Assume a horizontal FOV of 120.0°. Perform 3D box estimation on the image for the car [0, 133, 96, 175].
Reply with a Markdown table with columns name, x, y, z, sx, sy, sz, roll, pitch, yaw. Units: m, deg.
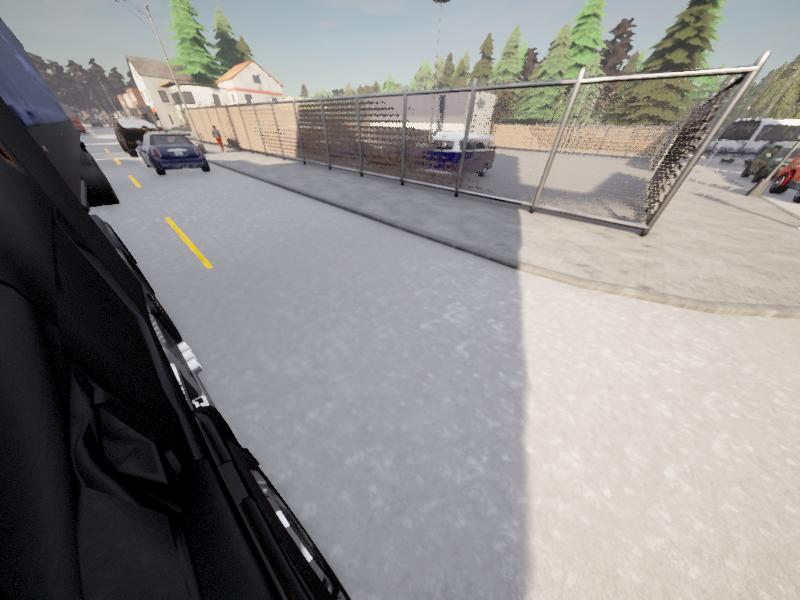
| name | x | y | z | sx | sy | sz | roll | pitch | yaw |
| --- | --- | --- | --- | --- | --- | --- | --- | --- | --- |
| car | -17.350 | -7.435 | 11.595 | 4.181 | 1.385 | 1.994 | 30 | 45 | 32 |

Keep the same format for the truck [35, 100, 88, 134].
| name | x | y | z | sx | sy | sz | roll | pitch | yaw |
| --- | --- | --- | --- | --- | --- | --- | --- | --- | --- |
| truck | -52.121 | -28.279 | 35.870 | 8.468 | 3.827 | 2.891 | 30 | 45 | 32 |

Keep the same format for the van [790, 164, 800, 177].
| name | x | y | z | sx | sy | sz | roll | pitch | yaw |
| --- | --- | --- | --- | --- | --- | --- | --- | --- | --- |
| van | 32.755 | -10.277 | 17.023 | 1.988 | 2.561 | 5.915 | 30 | 44 | 32 |

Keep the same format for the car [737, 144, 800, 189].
| name | x | y | z | sx | sy | sz | roll | pitch | yaw |
| --- | --- | --- | --- | --- | --- | --- | --- | --- | --- |
| car | 25.111 | -8.829 | 15.090 | 2.150 | 2.045 | 5.566 | 30 | 45 | 32 |

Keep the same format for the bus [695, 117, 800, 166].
| name | x | y | z | sx | sy | sz | roll | pitch | yaw |
| --- | --- | --- | --- | --- | --- | --- | --- | --- | --- |
| bus | 42.434 | -18.098 | 26.600 | 10.273 | 4.253 | 3.944 | -2 | 35 | -4 |

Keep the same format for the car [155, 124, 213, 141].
| name | x | y | z | sx | sy | sz | roll | pitch | yaw |
| --- | --- | --- | --- | --- | --- | --- | --- | --- | --- |
| car | -28.620 | -22.269 | 30.802 | 5.238 | 1.638 | 1.930 | -28 | 46 | -34 |

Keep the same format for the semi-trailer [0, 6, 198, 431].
| name | x | y | z | sx | sy | sz | roll | pitch | yaw |
| --- | --- | --- | --- | --- | --- | --- | --- | --- | --- |
| semi-trailer | -8.532 | -3.686 | 4.423 | 14.254 | 4.402 | 2.717 | 30 | 45 | 32 |

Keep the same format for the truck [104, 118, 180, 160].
| name | x | y | z | sx | sy | sz | roll | pitch | yaw |
| --- | --- | --- | --- | --- | --- | --- | --- | --- | --- |
| truck | -18.742 | -11.753 | 16.736 | 6.274 | 2.098 | 2.390 | 30 | 45 | 32 |

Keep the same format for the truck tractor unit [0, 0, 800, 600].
| name | x | y | z | sx | sy | sz | roll | pitch | yaw |
| --- | --- | --- | --- | --- | --- | --- | --- | --- | --- |
| truck tractor unit | -2.645 | -0.295 | 0.351 | 6.516 | 4.208 | 3.053 | 28 | 44 | 30 |

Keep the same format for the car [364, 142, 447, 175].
| name | x | y | z | sx | sy | sz | roll | pitch | yaw |
| --- | --- | --- | --- | --- | --- | --- | --- | --- | --- |
| car | 0.507 | -8.981 | 14.448 | 2.033 | 1.415 | 5.357 | 30 | 45 | 32 |

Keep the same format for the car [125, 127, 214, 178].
| name | x | y | z | sx | sy | sz | roll | pitch | yaw |
| --- | --- | --- | --- | --- | --- | --- | --- | --- | --- |
| car | -11.894 | -7.727 | 11.912 | 4.553 | 1.767 | 2.097 | 30 | 45 | 32 |

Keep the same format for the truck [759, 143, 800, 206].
| name | x | y | z | sx | sy | sz | roll | pitch | yaw |
| --- | --- | --- | --- | --- | --- | --- | --- | --- | --- |
| truck | 19.736 | -5.633 | 10.145 | 2.627 | 2.467 | 5.204 | 29 | 44 | 32 |

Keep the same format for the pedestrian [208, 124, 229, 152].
| name | x | y | z | sx | sy | sz | roll | pitch | yaw |
| --- | --- | --- | --- | --- | --- | --- | --- | --- | --- |
| pedestrian | -15.076 | -13.447 | 19.195 | 0.751 | 1.860 | 0.751 | -19 | 42 | -26 |

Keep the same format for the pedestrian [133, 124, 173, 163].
| name | x | y | z | sx | sy | sz | roll | pitch | yaw |
| --- | --- | --- | --- | --- | --- | --- | --- | --- | --- |
| pedestrian | -14.769 | -9.349 | 13.856 | 0.751 | 1.860 | 0.751 | 20 | 40 | 22 |

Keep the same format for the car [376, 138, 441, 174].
| name | x | y | z | sx | sy | sz | roll | pitch | yaw |
| --- | --- | --- | --- | --- | --- | --- | --- | --- | --- |
| car | 0.450 | -9.201 | 14.622 | 3.705 | 1.547 | 1.789 | 30 | 45 | 32 |

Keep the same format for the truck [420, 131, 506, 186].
| name | x | y | z | sx | sy | sz | roll | pitch | yaw |
| --- | --- | --- | --- | --- | --- | --- | --- | --- | --- |
| truck | 3.324 | -7.497 | 12.067 | 2.069 | 2.038 | 4.478 | 30 | 45 | 32 |

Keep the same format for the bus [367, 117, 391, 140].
| name | x | y | z | sx | sy | sz | roll | pitch | yaw |
| --- | --- | --- | --- | --- | --- | --- | --- | --- | --- |
| bus | -5.542 | -44.252 | 59.427 | 3.944 | 4.253 | 10.273 | -10 | 39 | -13 |
